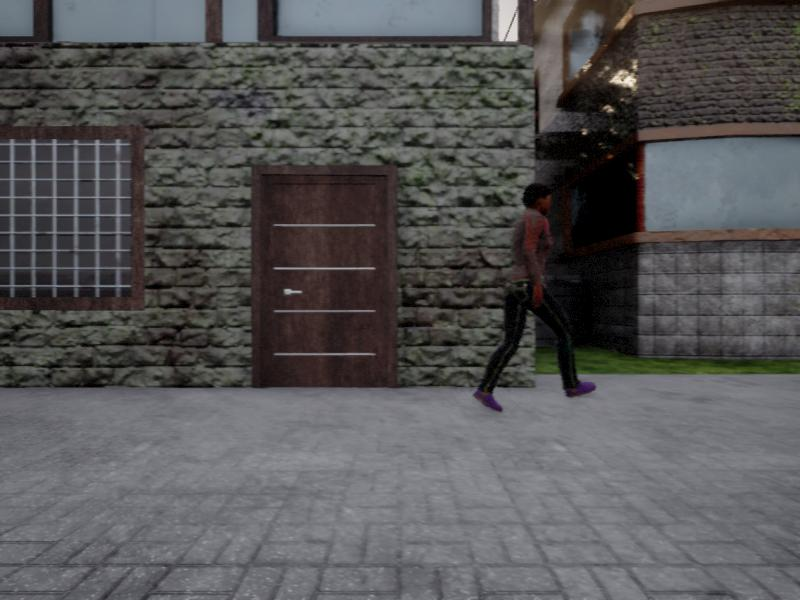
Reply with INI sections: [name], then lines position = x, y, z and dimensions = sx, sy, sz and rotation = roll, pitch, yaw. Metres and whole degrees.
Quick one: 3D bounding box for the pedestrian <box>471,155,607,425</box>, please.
[pedestrian]
position = 1.059, -0.067, 3.192
dimensions = 0.751, 1.860, 0.751
rotation = 0, 0, -11
